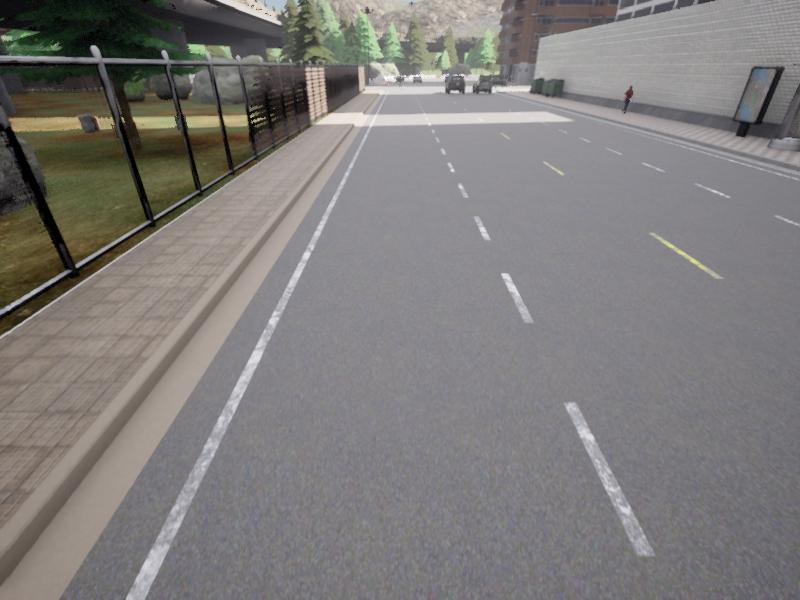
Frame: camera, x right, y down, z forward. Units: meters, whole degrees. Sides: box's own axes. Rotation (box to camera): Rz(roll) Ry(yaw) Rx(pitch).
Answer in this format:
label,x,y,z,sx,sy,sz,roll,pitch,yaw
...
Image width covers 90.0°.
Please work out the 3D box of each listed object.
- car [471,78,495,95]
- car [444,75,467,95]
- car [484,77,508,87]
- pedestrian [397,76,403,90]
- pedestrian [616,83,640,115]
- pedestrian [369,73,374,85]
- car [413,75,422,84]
label,x,y,z,sx,sy,sz,roll,pitch,yaw
car,10.584,-27.550,51.567,2.033,1.649,4.856,0,30,0
car,7.084,-27.760,51.536,2.150,2.045,5.566,0,30,0
car,16.541,-37.651,69.053,3.705,1.549,1.789,0,30,0
pedestrian,0.010,-32.225,59.448,0.751,1.860,0.751,-3,30,-5
pedestrian,15.291,-13.477,26.866,0.751,1.860,0.751,2,30,3
pedestrian,-5.322,-41.572,75.190,0.751,1.860,0.751,-4,30,-6
car,3.634,-45.735,82.916,1.816,1.474,4.193,0,30,0
